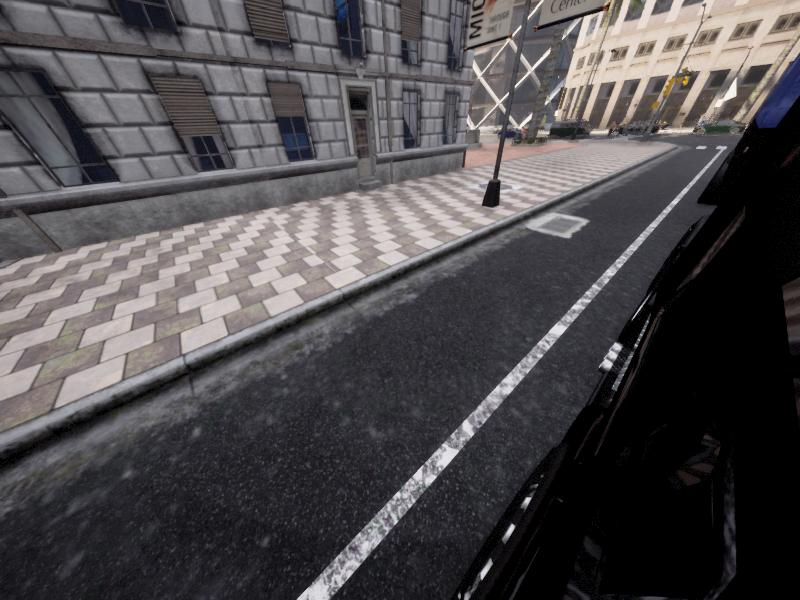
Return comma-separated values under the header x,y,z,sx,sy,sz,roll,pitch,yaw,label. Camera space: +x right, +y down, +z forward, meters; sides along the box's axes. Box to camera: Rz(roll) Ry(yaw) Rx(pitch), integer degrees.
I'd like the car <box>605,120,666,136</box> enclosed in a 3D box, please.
x,y,z,sx,sy,sz,roll,pitch,yaw,label
31.662,-23.208,31.243,1.930,1.638,5.238,-28,43,-30,car

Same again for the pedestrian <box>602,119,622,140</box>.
x,y,z,sx,sy,sz,roll,pitch,yaw,label
23.247,-18.724,25.400,0.751,1.860,0.751,-19,40,-21,pedestrian

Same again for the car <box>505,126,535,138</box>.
x,y,z,sx,sy,sz,roll,pitch,yaw,label
19.505,-27.371,37.712,3.806,1.475,1.970,24,44,31,car

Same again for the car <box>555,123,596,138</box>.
x,y,z,sx,sy,sz,roll,pitch,yaw,label
25.048,-24.269,33.110,1.851,1.617,3.988,-30,44,-31,car

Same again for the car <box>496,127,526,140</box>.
x,y,z,sx,sy,sz,roll,pitch,yaw,label
17.140,-25.818,35.746,3.633,1.501,1.845,23,44,30,car

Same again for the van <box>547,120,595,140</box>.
x,y,z,sx,sy,sz,roll,pitch,yaw,label
22.692,-22.757,30.925,1.775,1.987,4.442,-29,44,-31,van

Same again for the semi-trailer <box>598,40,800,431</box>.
x,y,z,sx,sy,sz,roll,pitch,yaw,label
8.695,-3.611,4.225,14.254,4.402,2.717,-28,44,-30,semi-trailer

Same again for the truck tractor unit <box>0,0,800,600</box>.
x,y,z,sx,sy,sz,roll,pitch,yaw,label
2.645,-0.295,0.351,6.516,4.208,3.053,-28,44,-30,truck tractor unit

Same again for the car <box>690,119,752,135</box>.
x,y,z,sx,sy,sz,roll,pitch,yaw,label
39.158,-21.194,28.303,1.994,1.385,4.181,-28,44,-30,car

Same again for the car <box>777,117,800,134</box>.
x,y,z,sx,sy,sz,roll,pitch,yaw,label
43.797,-17.976,23.690,2.033,1.411,5.357,-28,43,-30,car
